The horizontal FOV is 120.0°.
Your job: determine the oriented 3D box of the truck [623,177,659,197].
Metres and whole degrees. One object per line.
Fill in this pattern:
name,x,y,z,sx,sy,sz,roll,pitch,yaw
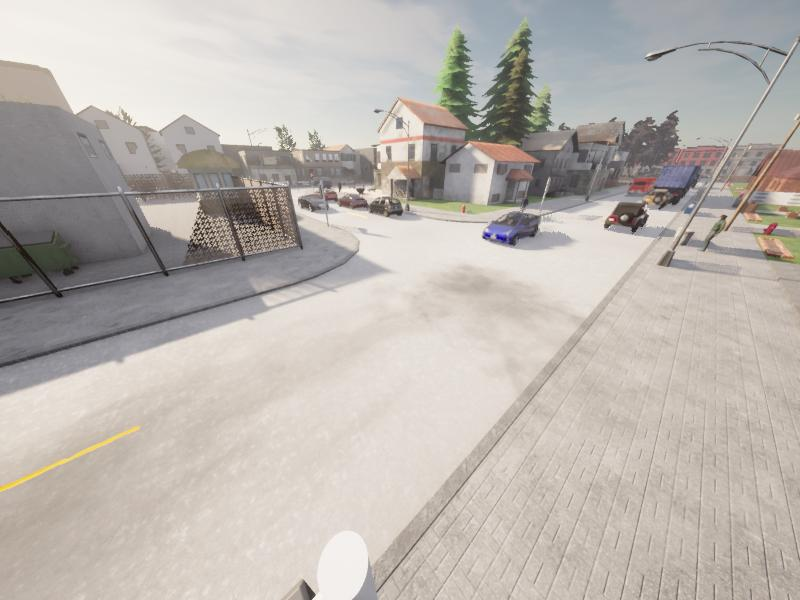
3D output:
truck,38.893,-18.336,37.294,5.204,2.467,2.627,-23,37,-34

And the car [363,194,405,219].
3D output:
car,-1.531,-8.899,21.812,1.851,1.617,3.988,-23,37,-34

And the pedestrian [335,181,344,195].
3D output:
pedestrian,-9.611,-17.774,36.657,0.751,1.860,0.751,18,35,28

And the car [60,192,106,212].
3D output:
car,-33.330,-10.450,24.440,1.816,1.474,4.193,-23,37,-34

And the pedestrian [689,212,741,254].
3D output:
pedestrian,16.017,-3.428,11.827,0.751,1.860,0.751,20,35,30

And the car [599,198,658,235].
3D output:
car,16.663,-6.186,16.831,3.866,1.878,1.905,-23,37,-33

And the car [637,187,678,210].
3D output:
car,28.950,-11.440,25.941,4.605,1.855,1.932,-21,36,-32

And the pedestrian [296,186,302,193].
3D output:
pedestrian,-17.597,-19.227,40.159,0.500,1.100,0.500,20,35,30

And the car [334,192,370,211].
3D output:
car,-5.423,-11.160,25.967,1.994,1.385,4.181,-24,38,-35

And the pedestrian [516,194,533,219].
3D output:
pedestrian,10.668,-8.063,19.856,0.751,1.860,0.751,11,32,18

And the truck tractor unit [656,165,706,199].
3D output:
truck tractor unit,42.328,-17.920,34.819,6.516,4.208,3.053,-23,37,-34

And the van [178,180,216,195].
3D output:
van,-34.639,-19.378,39.584,4.442,1.987,1.775,-21,36,-32

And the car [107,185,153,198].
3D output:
car,-41.009,-16.564,35.221,4.193,1.474,1.816,-22,37,-33

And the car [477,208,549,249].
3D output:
car,7.116,-4.607,14.459,4.514,1.525,2.007,-23,37,-34

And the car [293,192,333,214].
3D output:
car,-9.255,-10.369,24.454,2.128,1.511,4.902,-23,37,-34

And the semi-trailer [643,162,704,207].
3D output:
semi-trailer,36.268,-15.461,30.366,14.254,4.402,2.717,-23,37,-34

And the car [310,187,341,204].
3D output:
car,-9.926,-13.902,30.558,2.007,1.525,4.514,-23,37,-34

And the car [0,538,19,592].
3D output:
car,-5.661,3.381,0.675,4.193,1.474,1.816,-23,37,-34

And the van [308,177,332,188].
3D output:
van,-17.882,-26.499,51.921,4.442,1.987,1.775,-23,37,-34

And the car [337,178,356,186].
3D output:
car,-12.799,-28.409,55.735,3.806,1.475,1.970,-23,37,-34

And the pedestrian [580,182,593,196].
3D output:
pedestrian,28.502,-16.998,35.330,0.751,1.860,0.751,-22,37,-33
